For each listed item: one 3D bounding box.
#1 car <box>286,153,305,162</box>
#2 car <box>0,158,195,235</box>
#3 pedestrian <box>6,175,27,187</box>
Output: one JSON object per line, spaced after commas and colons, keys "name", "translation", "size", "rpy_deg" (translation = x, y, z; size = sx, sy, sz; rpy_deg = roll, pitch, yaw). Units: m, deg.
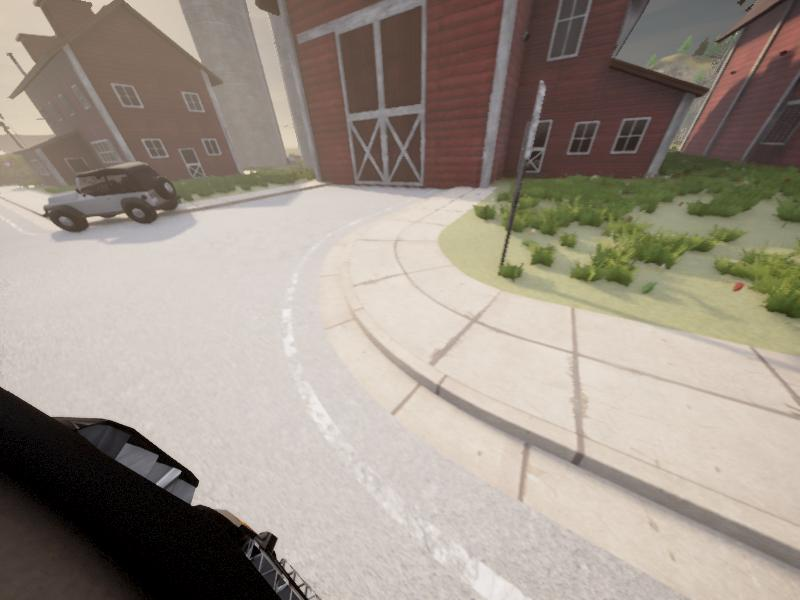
{"name": "car", "translation": [-28.374, -38.703, 62.705], "size": [1.905, 1.878, 3.866], "rpy_deg": [16, 38, 27]}
{"name": "car", "translation": [-11.004, -4.024, 8.865], "size": [3.866, 1.878, 1.905], "rpy_deg": [-10, 40, -8]}
{"name": "pedestrian", "translation": [-49.134, -15.311, 29.619], "size": [0.751, 1.300, 0.751], "rpy_deg": [14, 37, 24]}
